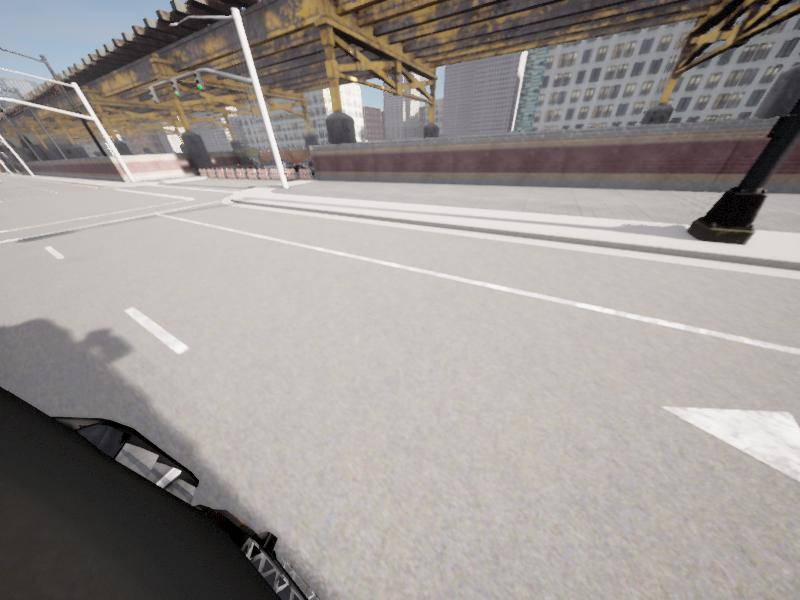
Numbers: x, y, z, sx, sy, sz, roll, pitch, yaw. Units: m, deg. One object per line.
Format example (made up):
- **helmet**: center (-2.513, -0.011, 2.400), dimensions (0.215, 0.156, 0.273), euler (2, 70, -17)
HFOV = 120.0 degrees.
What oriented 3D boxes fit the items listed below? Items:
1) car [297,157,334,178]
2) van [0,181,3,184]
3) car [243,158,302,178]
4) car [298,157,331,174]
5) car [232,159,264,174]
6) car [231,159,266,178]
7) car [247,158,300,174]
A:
- **car**: center (-8.617, -13.461, 23.323), dimensions (2.038, 1.542, 4.974), euler (-20, 37, -24)
- **van**: center (-59.858, -17.912, 32.867), dimensions (5.915, 2.561, 1.988), euler (16, 38, 26)
- **car**: center (-13.651, -14.406, 25.110), dimensions (4.974, 1.542, 2.038), euler (-5, 34, -4)
- **car**: center (-8.650, -13.615, 23.273), dimensions (1.853, 1.218, 4.536), euler (-20, 37, -24)
- **car**: center (-17.660, -15.706, 27.071), dimensions (1.853, 1.218, 4.536), euler (-11, 35, -12)
- **car**: center (-17.638, -15.548, 27.117), dimensions (2.038, 1.542, 4.974), euler (-11, 35, -12)
- **car**: center (-13.605, -14.542, 25.027), dimensions (4.536, 1.218, 1.853), euler (-5, 34, -4)
